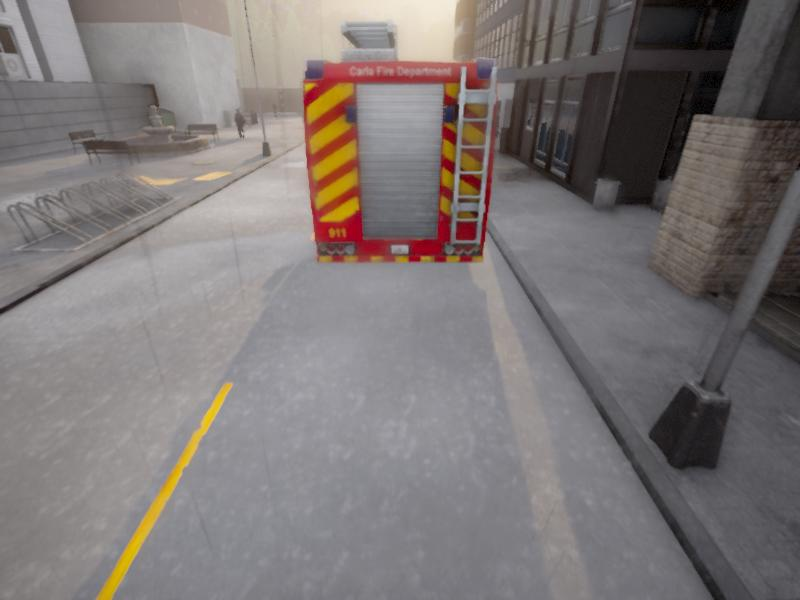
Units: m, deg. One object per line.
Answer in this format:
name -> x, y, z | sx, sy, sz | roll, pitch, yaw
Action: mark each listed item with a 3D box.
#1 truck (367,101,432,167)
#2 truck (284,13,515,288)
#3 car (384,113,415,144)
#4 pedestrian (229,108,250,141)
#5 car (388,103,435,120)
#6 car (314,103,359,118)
truck -> -0.013, -8.045, 19.038 | 2.627, 2.467, 5.204 | 0, 28, 0
truck -> -0.003, -3.869, 9.643 | 2.891, 3.827, 8.468 | 0, 28, 0
car -> -0.017, -11.408, 26.479 | 1.837, 1.490, 4.892 | 0, 28, 0
pedestrian -> -10.126, -11.133, 25.336 | 0.751, 1.860, 0.751 | -2, 28, -3
car -> 1.299, -21.485, 45.602 | 4.974, 1.542, 2.038 | -16, 32, -28
car -> -7.595, -22.802, 48.109 | 5.008, 1.535, 1.882 | 0, 28, 0
